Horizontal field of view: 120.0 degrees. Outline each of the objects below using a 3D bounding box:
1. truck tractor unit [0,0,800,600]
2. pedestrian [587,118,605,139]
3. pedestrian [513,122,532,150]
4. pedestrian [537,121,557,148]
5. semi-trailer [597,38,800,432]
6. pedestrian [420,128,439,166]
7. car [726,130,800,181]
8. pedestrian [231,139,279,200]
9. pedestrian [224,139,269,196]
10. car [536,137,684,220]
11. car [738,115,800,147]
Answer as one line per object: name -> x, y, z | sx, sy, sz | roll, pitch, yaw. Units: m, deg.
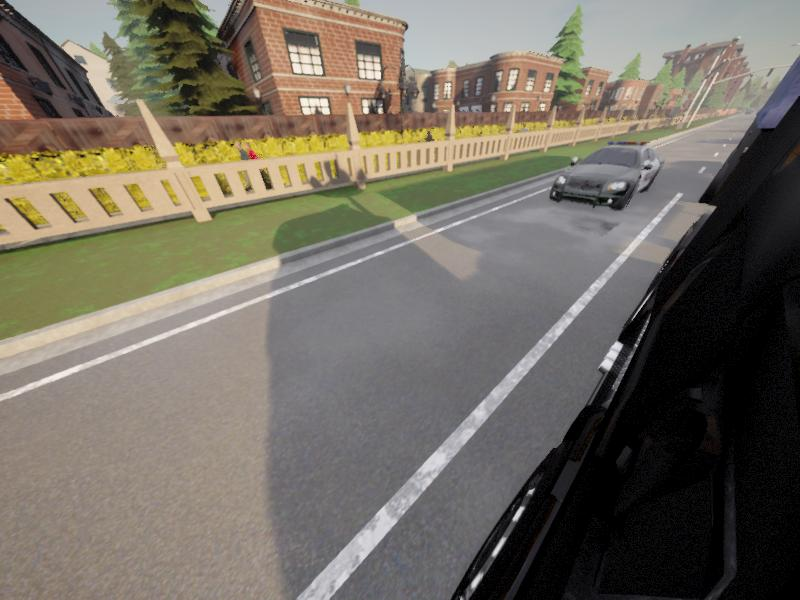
truck tractor unit -> 2.645, -0.295, 0.351 | 6.516, 4.208, 3.053 | -28, 44, -30
pedestrian -> 22.192, -19.445, 26.197 | 0.751, 1.860, 0.751 | -28, 44, -30
pedestrian -> 10.531, -14.098, 19.870 | 0.751, 1.860, 0.751 | -26, 43, -28
pedestrian -> 12.796, -14.457, 20.194 | 0.751, 1.860, 0.751 | -27, 43, -28
semi-trailer -> 8.705, -3.613, 4.202 | 14.254, 4.402, 2.717 | -28, 44, -29
pedestrian -> 1.753, -9.246, 13.997 | 0.751, 1.860, 0.751 | -25, 42, -27
car -> 15.729, -6.072, 9.557 | 4.181, 1.385, 1.994 | -28, 43, -30
pedestrian -> -5.343, -4.823, 8.590 | 0.751, 1.860, 0.751 | -29, 44, -31
pedestrian -> -6.109, -5.280, 9.250 | 0.751, 1.860, 0.751 | -29, 44, -30
car -> 6.849, -4.180, 7.488 | 4.974, 1.542, 2.038 | -28, 44, -30
car -> 28.178, -12.891, 17.560 | 5.027, 1.651, 2.152 | -28, 44, -30
